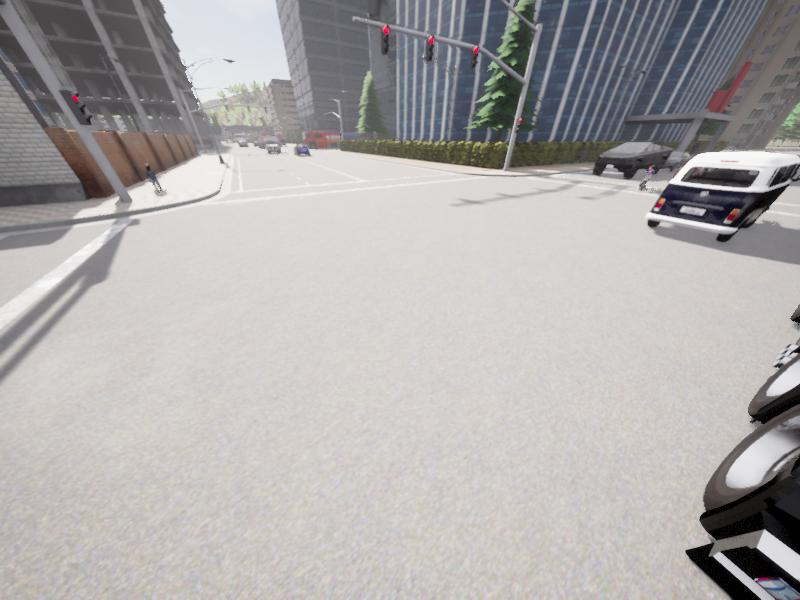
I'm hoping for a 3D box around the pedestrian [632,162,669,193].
[{"bbox_3d":[12.779,-6.262,11.794,0.751,1.300,0.751,-30,45,-35],"label":"pedestrian"}]

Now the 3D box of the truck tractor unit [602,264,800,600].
[{"bbox_3d":[5.107,-0.306,0.775,6.516,4.208,3.053,-18,39,-24],"label":"truck tractor unit"}]

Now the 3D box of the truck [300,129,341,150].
[{"bbox_3d":[-19.058,-38.880,55.991,8.468,3.827,2.891,-19,39,-25],"label":"truck"}]

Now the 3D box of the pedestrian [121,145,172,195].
[{"bbox_3d":[-11.116,-5.744,10.226,0.751,1.860,0.751,-21,40,-28],"label":"pedestrian"}]

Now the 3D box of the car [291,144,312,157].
[{"bbox_3d":[-15.224,-23.267,35.772,2.007,1.525,4.514,-17,39,-23],"label":"car"}]

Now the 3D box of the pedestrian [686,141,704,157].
[{"bbox_3d":[43.265,-22.187,33.907,0.751,1.860,0.751,-19,39,-25],"label":"pedestrian"}]

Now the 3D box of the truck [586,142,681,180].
[{"bbox_3d":[17.153,-10.355,16.981,6.274,2.098,2.390,-18,39,-24],"label":"truck"}]

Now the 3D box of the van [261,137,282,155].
[{"bbox_3d":[-22.146,-26.737,39.889,2.351,2.431,6.366,-15,38,-20],"label":"van"}]

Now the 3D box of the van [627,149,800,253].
[{"bbox_3d":[9.509,-3.158,6.778,4.480,2.038,2.069,-18,39,-24],"label":"van"}]

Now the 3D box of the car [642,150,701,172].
[{"bbox_3d":[23.965,-12.319,20.392,4.674,1.442,1.812,-18,39,-24],"label":"car"}]

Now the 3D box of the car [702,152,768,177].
[{"bbox_3d":[26.517,-10.811,18.325,4.181,1.385,1.994,-19,39,-25],"label":"car"}]

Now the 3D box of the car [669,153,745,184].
[{"bbox_3d":[20.456,-8.862,15.416,4.193,1.474,1.816,-18,39,-24],"label":"car"}]

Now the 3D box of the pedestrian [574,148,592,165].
[{"bbox_3d":[18.087,-14.196,22.848,0.751,1.300,0.751,-18,39,-24],"label":"pedestrian"}]
